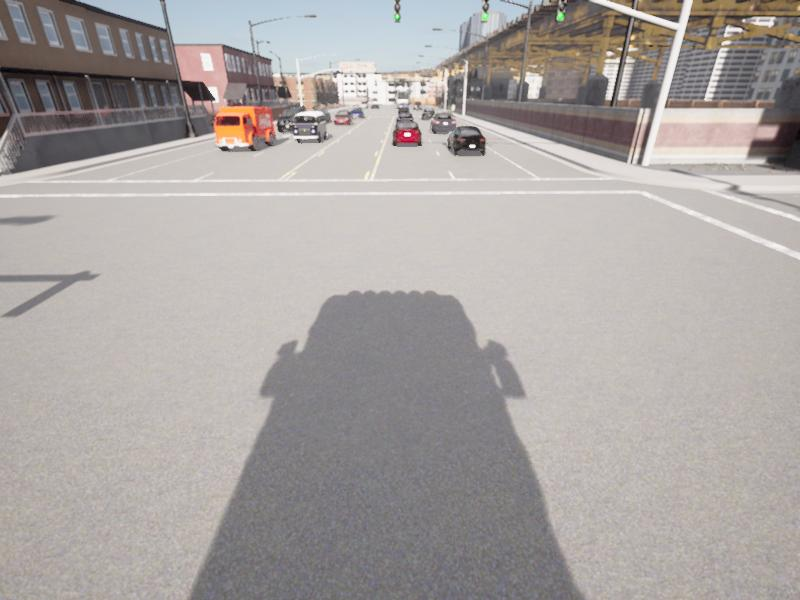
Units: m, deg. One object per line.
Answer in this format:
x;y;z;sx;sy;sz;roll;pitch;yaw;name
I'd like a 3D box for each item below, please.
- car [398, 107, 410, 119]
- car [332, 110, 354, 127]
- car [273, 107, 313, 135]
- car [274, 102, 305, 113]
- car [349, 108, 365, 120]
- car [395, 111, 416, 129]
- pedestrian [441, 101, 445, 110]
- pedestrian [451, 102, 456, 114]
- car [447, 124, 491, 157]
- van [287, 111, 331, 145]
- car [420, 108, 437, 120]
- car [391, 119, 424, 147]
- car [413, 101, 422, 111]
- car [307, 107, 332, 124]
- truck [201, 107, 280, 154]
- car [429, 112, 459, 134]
0.599;-29.027;61.922;1.882;1.535;5.008;0;27;0;car
-6.444;-20.624;45.382;1.851;1.617;3.988;0;27;0;car
-9.893;-16.858;37.505;2.150;2.045;5.566;0;28;1;car
-22.340;-39.014;81.002;5.566;2.045;2.150;0;27;0;car
-6.394;-28.024;60.072;1.812;1.442;4.674;0;27;0;car
0.535;-19.203;42.684;2.128;1.511;4.902;0;27;0;car
10.049;-45.794;94.040;0.751;1.860;0.751;2;27;4;pedestrian
9.271;-33.315;69.570;0.751;1.860;0.751;0;27;0;pedestrian
3.987;-9.639;23.999;1.812;1.442;4.674;0;27;0;car
-6.496;-12.578;29.132;2.069;2.038;4.480;0;27;0;van
4.098;-26.788;57.552;2.128;1.511;4.902;0;27;0;car
0.492;-11.924;28.444;2.163;1.488;4.792;0;27;0;car
4.225;-46.388;95.594;1.905;1.878;3.866;0;27;0;car
-9.912;-22.923;49.690;2.097;1.767;4.553;0;27;0;car
-9.817;-10.830;25.261;2.627;2.467;5.204;0;26;1;truck
4.030;-16.537;37.276;2.242;1.667;4.611;0;27;0;car
